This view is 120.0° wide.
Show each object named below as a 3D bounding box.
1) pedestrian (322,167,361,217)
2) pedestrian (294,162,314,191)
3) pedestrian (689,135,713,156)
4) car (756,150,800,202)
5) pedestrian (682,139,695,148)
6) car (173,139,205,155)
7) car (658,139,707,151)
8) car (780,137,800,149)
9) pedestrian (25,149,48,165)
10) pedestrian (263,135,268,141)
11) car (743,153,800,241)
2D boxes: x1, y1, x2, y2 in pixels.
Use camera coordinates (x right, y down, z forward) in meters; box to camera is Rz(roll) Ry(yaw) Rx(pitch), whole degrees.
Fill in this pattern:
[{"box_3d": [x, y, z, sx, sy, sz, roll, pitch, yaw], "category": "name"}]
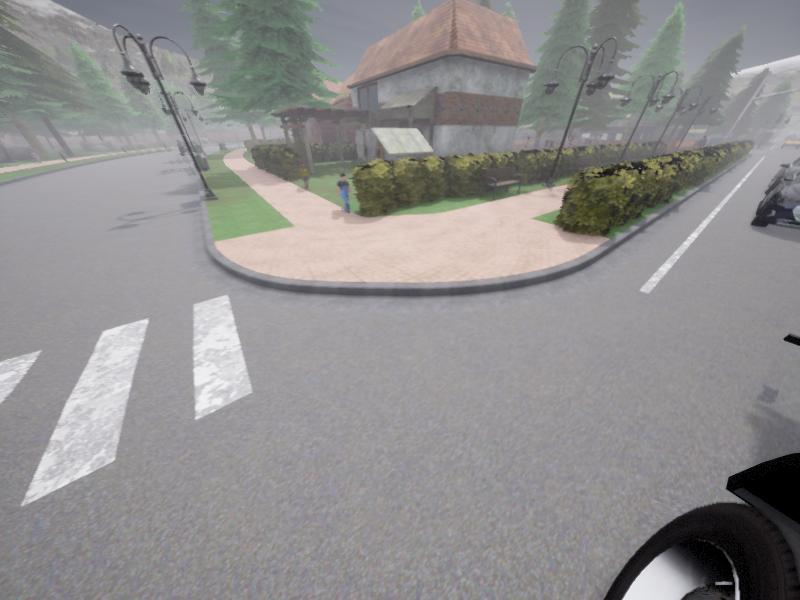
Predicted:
[{"box_3d": [-1.870, -3.514, 7.513, 0.751, 1.300, 0.751, -30, 45, -35], "category": "pedestrian"}, {"box_3d": [-4.438, -5.710, 10.718, 0.500, 1.100, 0.500, -23, 42, -29], "category": "pedestrian"}, {"box_3d": [33.040, -16.994, 25.378, 0.751, 1.860, 0.751, -23, 41, -28], "category": "pedestrian"}, {"box_3d": [17.668, -5.329, 9.828, 4.902, 1.511, 2.128, -24, 42, -29], "category": "car"}, {"box_3d": [52.759, -28.680, 42.273, 0.751, 1.300, 0.751, -15, 38, -20], "category": "pedestrian"}, {"box_3d": [-30.234, -22.131, 33.295, 2.097, 1.767, 4.553, -15, 39, -20], "category": "car"}, {"box_3d": [47.317, -26.084, 38.833, 1.837, 1.490, 4.892, -22, 41, -27], "category": "car"}, {"box_3d": [67.367, -26.950, 39.535, 5.366, 1.575, 1.801, -23, 42, -29], "category": "car"}, {"box_3d": [-32.200, -12.660, 20.457, 0.500, 1.100, 0.500, -23, 41, -28], "category": "pedestrian"}, {"box_3d": [-47.219, -56.779, 81.059, 0.751, 1.860, 0.751, 2, 36, 3], "category": "pedestrian"}, {"box_3d": [12.122, -2.973, 6.474, 4.856, 1.649, 2.033, -23, 42, -29], "category": "car"}]
